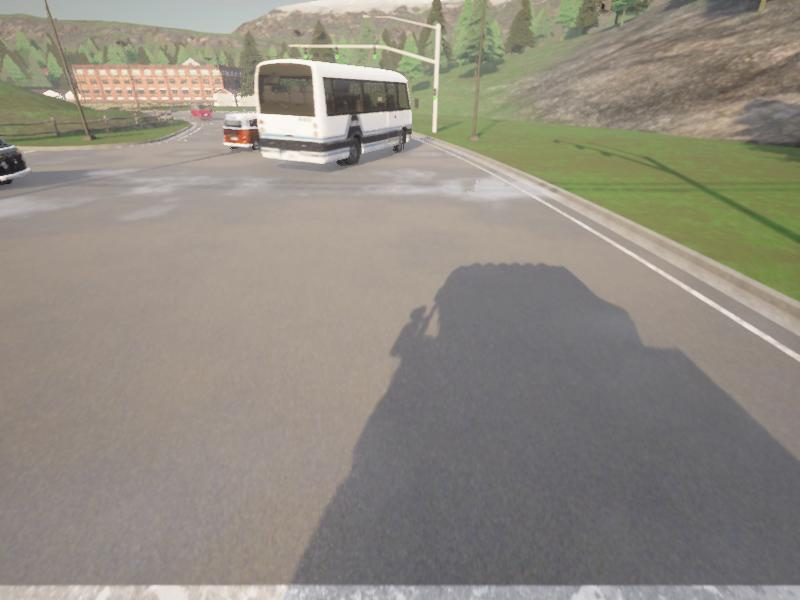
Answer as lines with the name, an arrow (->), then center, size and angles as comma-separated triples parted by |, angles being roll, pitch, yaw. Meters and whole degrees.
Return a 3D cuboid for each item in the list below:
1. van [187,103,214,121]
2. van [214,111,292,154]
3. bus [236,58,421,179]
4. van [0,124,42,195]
van -> -26.132, -24.644, 52.415 | 1.775, 1.987, 4.442 | -20, 33, -34
van -> -8.890, -10.440, 24.724 | 2.069, 2.038, 4.480 | 10, 29, 14
bus -> -2.716, -9.433, 20.346 | 3.944, 4.253, 10.273 | 13, 30, 20
van -> -15.556, -4.642, 13.401 | 4.480, 2.038, 2.069 | -8, 29, -15
